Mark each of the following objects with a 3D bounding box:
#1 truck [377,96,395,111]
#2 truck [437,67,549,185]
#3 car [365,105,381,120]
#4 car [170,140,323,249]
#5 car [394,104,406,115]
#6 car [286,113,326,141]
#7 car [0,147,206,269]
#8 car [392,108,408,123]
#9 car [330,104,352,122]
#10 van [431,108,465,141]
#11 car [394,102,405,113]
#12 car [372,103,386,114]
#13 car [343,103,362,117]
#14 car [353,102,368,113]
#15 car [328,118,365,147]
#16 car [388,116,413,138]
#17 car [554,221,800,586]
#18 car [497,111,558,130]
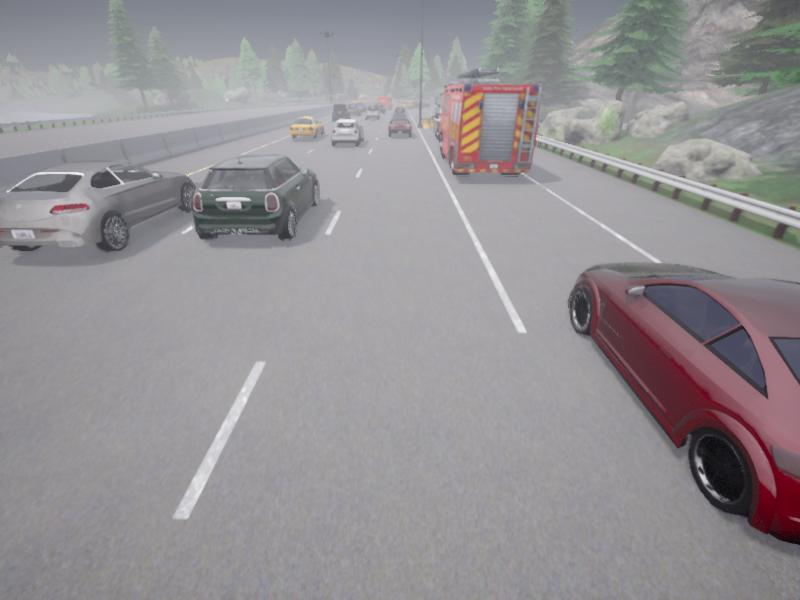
[{"bbox_3d":[-2.833,-40.274,81.921,2.627,2.467,5.204,6,28,11],"label":"truck"},{"bbox_3d":[3.524,-8.002,17.961,2.891,3.827,8.468,0,27,0],"label":"truck"},{"bbox_3d":[-3.532,-24.834,52.934,1.851,1.617,3.988,0,27,0],"label":"car"},{"bbox_3d":[-3.494,-2.955,10.324,2.097,1.767,4.553,0,27,0],"label":"car"},{"bbox_3d":[-0.061,-31.048,65.086,1.882,1.535,5.008,0,27,0],"label":"car"},{"bbox_3d":[-6.989,-13.216,30.411,1.801,1.575,5.366,0,27,0],"label":"car"},{"bbox_3d":[-6.995,-2.493,9.583,2.152,1.651,5.027,0,27,0],"label":"car"},{"bbox_3d":[-0.023,-21.940,47.439,1.845,1.501,3.633,0,27,0],"label":"car"},{"bbox_3d":[-7.025,-22.432,47.923,1.905,1.878,3.866,0,26,0],"label":"car"},{"bbox_3d":[3.525,-13.398,30.364,2.069,2.038,4.480,0,27,1],"label":"van"},{"bbox_3d":[-0.068,-35.342,73.404,1.801,1.575,5.366,1,27,1],"label":"car"},{"bbox_3d":[-3.569,-32.708,68.272,2.242,1.667,4.611,0,27,0],"label":"car"},{"bbox_3d":[-7.051,-28.585,60.104,2.242,1.667,4.611,0,27,0],"label":"car"},{"bbox_3d":[-7.075,-34.908,72.382,2.033,1.649,4.856,1,27,1],"label":"car"},{"bbox_3d":[-3.484,-11.308,26.860,1.970,1.475,3.806,0,27,0],"label":"car"},{"bbox_3d":[0.006,-14.275,32.842,1.895,1.301,4.718,0,27,0],"label":"car"},{"bbox_3d":[3.501,0.417,4.319,1.994,1.385,4.181,0,27,0],"label":"car"},{"bbox_3d":[12.074,-17.123,38.212,4.974,1.542,2.038,-2,27,-4],"label":"car"}]
